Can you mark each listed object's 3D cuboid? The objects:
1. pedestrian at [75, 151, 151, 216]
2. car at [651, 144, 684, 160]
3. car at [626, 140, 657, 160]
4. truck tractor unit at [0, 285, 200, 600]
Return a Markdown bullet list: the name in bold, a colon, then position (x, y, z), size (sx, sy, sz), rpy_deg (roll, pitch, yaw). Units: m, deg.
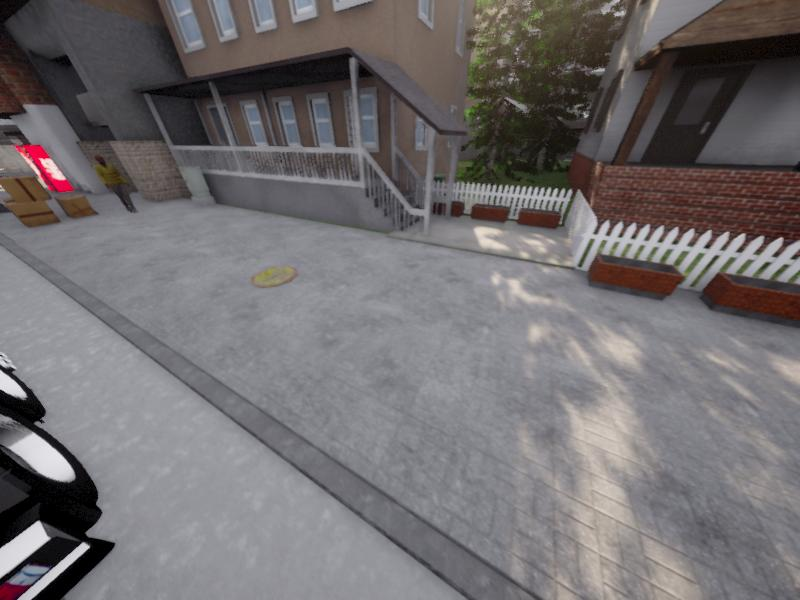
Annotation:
- **pedestrian**: position (-9.694, -3.955, 7.876), size (0.751, 1.860, 0.751), rpy_deg (21, 40, 28)
- **car**: position (32.239, -17.983, 27.991), size (1.845, 1.501, 3.633), rpy_deg (24, 41, 30)
- **car**: position (30.294, -18.959, 29.110), size (1.905, 1.878, 3.866), rpy_deg (24, 41, 30)
- **truck tractor unit**: position (-5.146, -0.265, 0.725), size (6.516, 4.208, 3.053), rpy_deg (17, 38, 22)
